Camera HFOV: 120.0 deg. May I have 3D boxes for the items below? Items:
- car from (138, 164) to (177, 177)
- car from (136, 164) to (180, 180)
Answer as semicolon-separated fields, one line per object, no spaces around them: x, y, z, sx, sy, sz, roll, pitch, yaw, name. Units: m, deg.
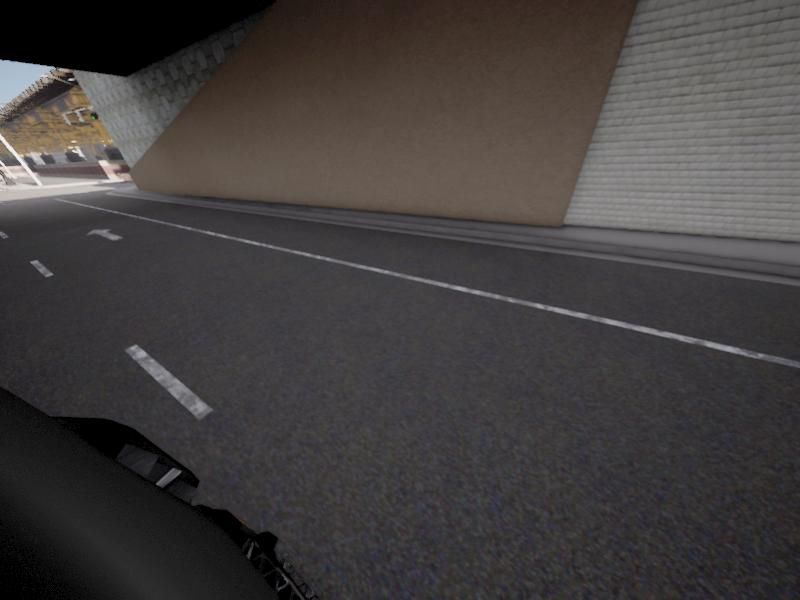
-34.453;-18.548;33.031;1.853;1.218;4.536;-11;34;-12;car
-34.432;-18.390;33.076;2.038;1.542;4.974;-11;34;-12;car
